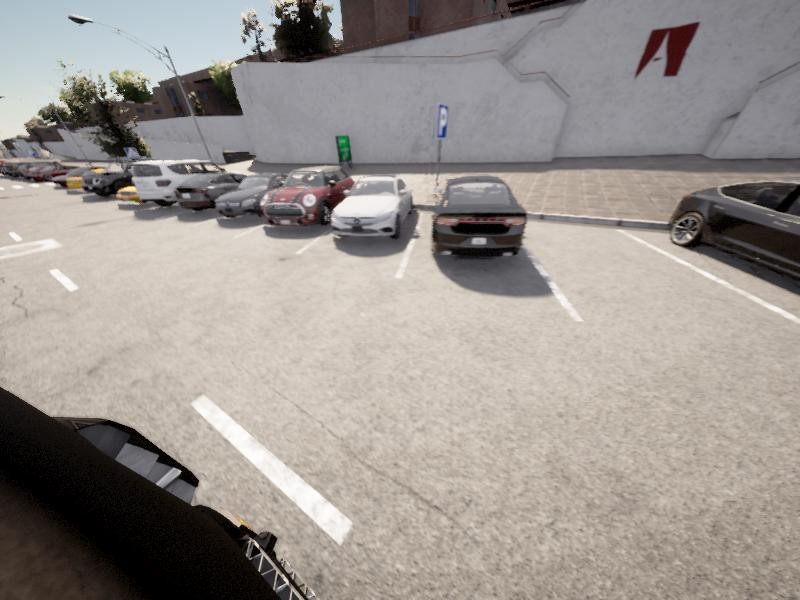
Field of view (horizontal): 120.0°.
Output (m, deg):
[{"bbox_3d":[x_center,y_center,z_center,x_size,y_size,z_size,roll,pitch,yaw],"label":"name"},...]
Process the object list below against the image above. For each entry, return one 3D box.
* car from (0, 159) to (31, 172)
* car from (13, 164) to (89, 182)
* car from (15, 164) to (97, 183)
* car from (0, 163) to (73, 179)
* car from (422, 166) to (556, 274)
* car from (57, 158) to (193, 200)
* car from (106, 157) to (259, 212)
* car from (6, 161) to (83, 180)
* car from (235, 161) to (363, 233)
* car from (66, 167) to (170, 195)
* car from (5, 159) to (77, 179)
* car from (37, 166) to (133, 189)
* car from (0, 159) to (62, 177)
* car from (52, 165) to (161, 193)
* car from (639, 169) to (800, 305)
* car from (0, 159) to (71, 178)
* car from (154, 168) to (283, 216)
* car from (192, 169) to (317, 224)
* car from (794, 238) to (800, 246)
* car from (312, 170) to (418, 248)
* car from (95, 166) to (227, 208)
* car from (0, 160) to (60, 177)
[{"bbox_3d":[-75.936,-25.940,44.464,1.878,1.987,4.442,5,34,8],"label":"car"},{"bbox_3d":[-42.311,-15.592,28.241,2.002,1.452,4.674,4,34,9],"label":"car"},{"bbox_3d":[-39.707,-14.806,26.934,2.163,1.488,4.792,5,34,9],"label":"car"},{"bbox_3d":[-50.065,-17.951,32.032,2.231,1.521,4.892,4,34,9],"label":"car"},{"bbox_3d":[1.906,-2.571,6.310,2.097,1.535,5.008,4,33,10],"label":"car"},{"bbox_3d":[-18.900,-8.806,16.532,2.435,2.045,5.566,5,34,9],"label":"car"},{"bbox_3d":[-11.096,-6.546,12.707,2.435,2.045,5.566,4,34,9],"label":"car"},{"bbox_3d":[-44.903,-16.492,29.399,2.185,1.767,4.553,4,34,9],"label":"car"},{"bbox_3d":[-3.284,-4.185,8.880,2.185,1.767,4.553,4,33,9],"label":"car"},{"bbox_3d":[-21.495,-9.357,18.004,2.002,1.452,4.674,5,34,9],"label":"car"},{"bbox_3d":[-47.465,-17.431,30.737,1.878,1.987,4.442,4,34,9],"label":"car"},{"bbox_3d":[-29.305,-11.684,21.816,2.163,1.488,4.792,5,34,9],"label":"car"},{"bbox_3d":[-57.821,-20.509,35.737,2.435,2.045,5.566,4,34,9],"label":"car"},{"bbox_3d":[-24.075,-10.268,19.414,1.946,1.575,5.366,4,34,9],"label":"car"},{"bbox_3d":[7.108,-1.053,3.694,2.163,1.488,4.792,4,33,9],"label":"car"},{"bbox_3d":[-52.651,-18.924,33.145,2.435,2.045,5.566,5,34,9],"label":"car"},{"bbox_3d":[-8.490,-5.556,11.565,2.163,1.488,4.792,4,33,9],"label":"car"},{"bbox_3d":[-5.881,-4.775,10.248,2.002,1.452,4.674,4,34,9],"label":"car"},{"bbox_3d":[9.700,-0.546,2.238,2.435,2.045,5.566,4,33,9],"label":"car"},{"bbox_3d":[-0.686,-3.285,7.643,2.002,1.452,4.674,4,33,9],"label":"car"},{"bbox_3d":[-13.723,-6.984,13.962,1.946,1.575,5.366,5,34,9],"label":"car"},{"bbox_3d":[-55.251,-19.631,34.358,1.878,1.987,4.442,5,34,9],"label":"car"}]
